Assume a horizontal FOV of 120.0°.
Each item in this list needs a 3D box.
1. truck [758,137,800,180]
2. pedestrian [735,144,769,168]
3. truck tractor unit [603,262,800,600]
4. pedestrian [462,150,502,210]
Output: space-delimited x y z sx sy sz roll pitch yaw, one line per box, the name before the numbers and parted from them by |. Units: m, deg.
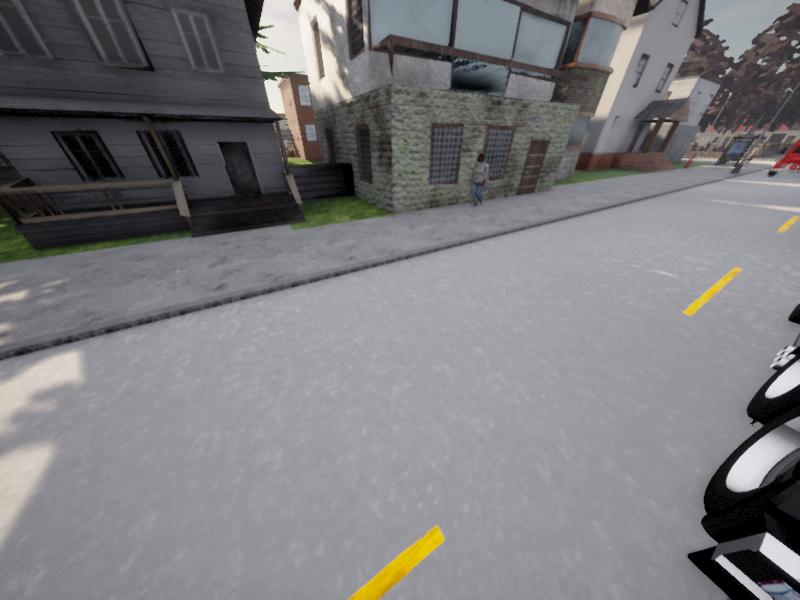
truck | 30.360 -10.548 17.150 5.204 2.467 2.627 -18 38 -24
pedestrian | 33.580 -13.756 22.072 0.751 1.860 0.751 3 35 4
truck tractor unit | 5.107 -0.302 0.799 6.516 4.208 3.053 -18 39 -24
pedestrian | 2.996 -4.445 8.600 0.751 1.860 0.751 -18 39 -24
